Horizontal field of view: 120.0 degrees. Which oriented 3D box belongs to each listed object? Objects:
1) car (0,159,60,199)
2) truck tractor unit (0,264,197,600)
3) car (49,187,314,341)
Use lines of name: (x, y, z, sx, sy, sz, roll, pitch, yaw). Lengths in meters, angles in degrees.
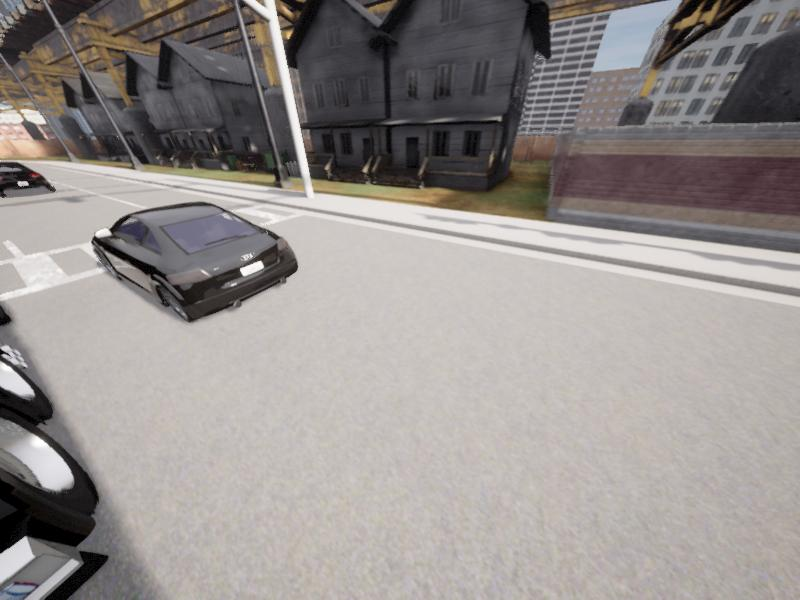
car: (-21.007, -6.652, 12.518, 4.674, 1.442, 1.812, 18, 39, 25)
truck tractor unit: (-5.115, -0.295, 0.780, 6.516, 4.208, 3.053, 18, 39, 24)
car: (-4.034, -1.084, 4.409, 4.181, 1.385, 1.994, 18, 39, 24)
